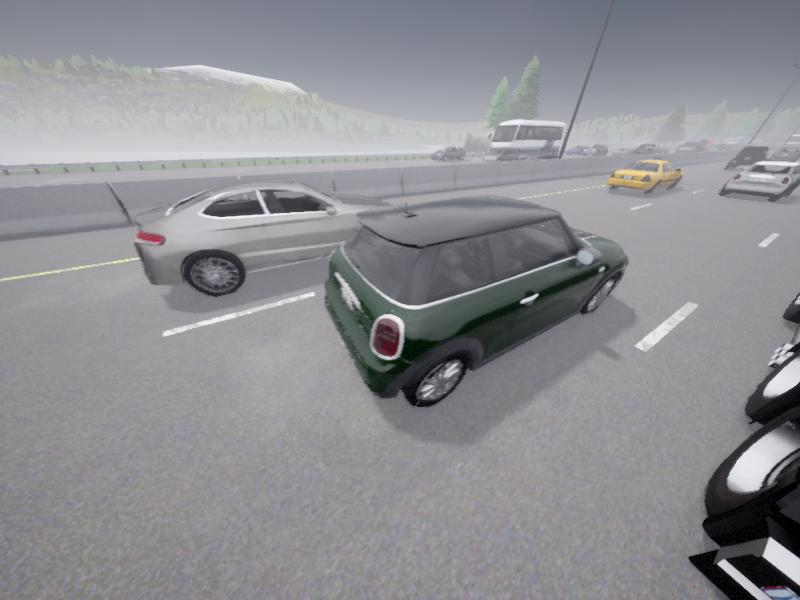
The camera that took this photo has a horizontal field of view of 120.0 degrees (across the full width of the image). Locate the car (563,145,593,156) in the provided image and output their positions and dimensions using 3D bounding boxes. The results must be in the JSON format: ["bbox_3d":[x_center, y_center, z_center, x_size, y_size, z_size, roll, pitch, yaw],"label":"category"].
[{"bbox_3d":[31.687,-26.571,41.076,4.514,1.525,2.007,-18,39,-24],"label":"car"}]

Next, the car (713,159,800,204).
[{"bbox_3d":[18.057,-5.946,11.388,3.806,1.475,1.970,-18,39,-24],"label":"car"}]

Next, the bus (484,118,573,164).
[{"bbox_3d":[16.338,-20.296,29.555,10.273,4.253,3.944,-18,39,-24],"label":"bus"}]

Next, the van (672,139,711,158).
[{"bbox_3d":[49.934,-26.012,39.527,5.915,2.561,1.988,-18,39,-25],"label":"van"}]

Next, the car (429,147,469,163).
[{"bbox_3d":[6.134,-18.239,28.911,4.514,1.525,2.007,-18,39,-24],"label":"car"}]

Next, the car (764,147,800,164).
[{"bbox_3d":[50.587,-18.940,30.133,4.611,1.667,2.242,-18,39,-24],"label":"car"}]

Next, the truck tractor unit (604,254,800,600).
[{"bbox_3d":[5.090,-0.322,0.801,6.516,4.208,3.053,-19,39,-25],"label":"truck tractor unit"}]

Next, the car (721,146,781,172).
[{"bbox_3d":[32.773,-13.222,21.590,3.866,1.878,1.905,-18,39,-24],"label":"car"}]

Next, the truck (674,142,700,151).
[{"bbox_3d":[78.613,-42.108,63.247,6.274,2.098,2.390,-18,39,-24],"label":"truck"}]

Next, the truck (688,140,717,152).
[{"bbox_3d":[77.969,-39.741,59.519,5.204,2.467,2.627,-18,39,-24],"label":"truck"}]

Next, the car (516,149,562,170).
[{"bbox_3d":[13.539,-13.738,22.480,3.705,1.549,1.789,-18,39,-24],"label":"car"}]

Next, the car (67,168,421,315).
[{"bbox_3d":[-2.278,-1.685,4.984,5.027,1.651,2.152,-18,39,-24],"label":"car"}]

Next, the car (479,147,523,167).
[{"bbox_3d":[10.704,-15.147,24.434,3.988,1.617,1.851,-18,39,-24],"label":"car"}]

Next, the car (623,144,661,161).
[{"bbox_3d":[33.268,-20.311,31.776,3.866,1.878,1.905,-18,39,-24],"label":"car"}]

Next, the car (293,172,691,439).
[{"bbox_3d":[1.280,-0.606,3.310,4.553,1.767,2.097,-18,39,-24],"label":"car"}]

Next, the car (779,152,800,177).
[{"bbox_3d":[33.045,-10.884,18.482,3.988,1.617,1.851,-18,39,-24],"label":"car"}]

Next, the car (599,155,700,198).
[{"bbox_3d":[13.527,-6.819,12.518,5.366,1.575,1.801,-18,39,-24],"label":"car"}]

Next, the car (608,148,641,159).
[{"bbox_3d":[35.051,-22.957,36.111,4.718,1.301,1.895,-18,39,-24],"label":"car"}]

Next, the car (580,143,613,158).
[{"bbox_3d":[32.248,-24.587,37.924,4.605,1.855,1.932,-18,39,-24],"label":"car"}]
